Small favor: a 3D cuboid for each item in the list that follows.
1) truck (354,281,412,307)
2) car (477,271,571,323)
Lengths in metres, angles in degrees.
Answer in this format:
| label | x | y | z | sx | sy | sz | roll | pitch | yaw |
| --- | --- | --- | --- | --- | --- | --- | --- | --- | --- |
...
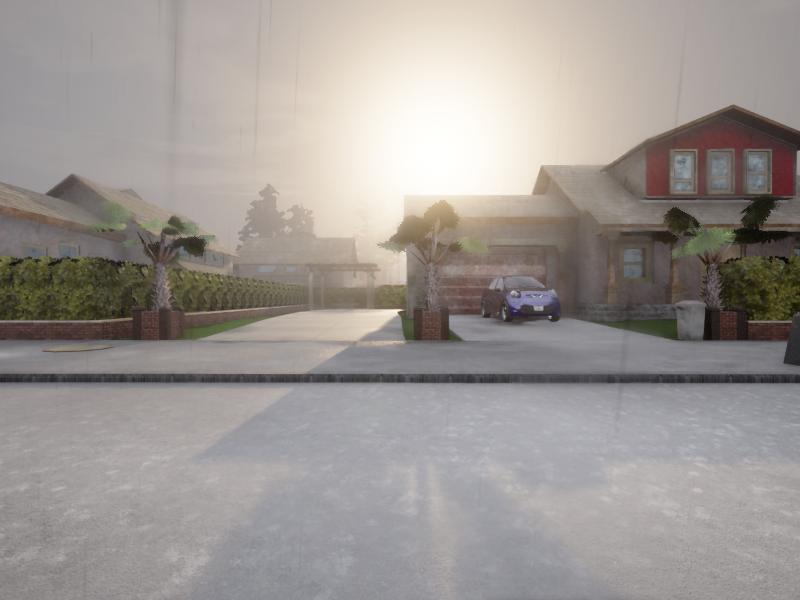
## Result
| label | x | y | z | sx | sy | sz | roll | pitch | yaw |
| --- | --- | --- | --- | --- | --- | --- | --- | --- | --- |
| truck | -2.477 | -0.921 | 60.272 | 8.468 | 3.827 | 2.891 | 0 | 0 | 0 |
| car | 3.891 | -0.082 | 13.247 | 1.845 | 1.501 | 3.633 | 0 | 0 | -3 |
